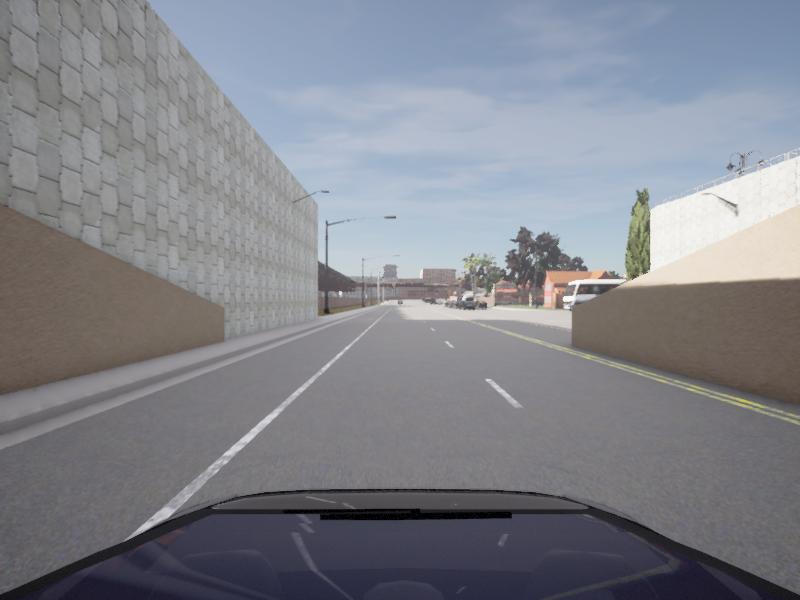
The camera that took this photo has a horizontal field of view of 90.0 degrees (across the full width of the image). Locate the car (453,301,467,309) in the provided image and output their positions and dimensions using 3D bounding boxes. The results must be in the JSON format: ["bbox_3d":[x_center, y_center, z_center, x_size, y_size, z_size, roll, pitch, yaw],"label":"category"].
[{"bbox_3d":[10.544,0.869,70.517,1.837,1.490,4.892,0,0,0],"label":"car"}]

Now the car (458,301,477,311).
[{"bbox_3d":[10.676,0.850,63.654,2.007,1.525,4.514,0,0,-3],"label":"car"}]

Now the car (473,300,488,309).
[{"bbox_3d":[14.085,0.837,69.945,1.789,1.549,3.705,0,0,-1],"label":"car"}]

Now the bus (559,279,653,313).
[{"bbox_3d":[26.976,-0.516,52.822,10.273,4.253,3.944,0,0,-1],"label":"bus"}]
